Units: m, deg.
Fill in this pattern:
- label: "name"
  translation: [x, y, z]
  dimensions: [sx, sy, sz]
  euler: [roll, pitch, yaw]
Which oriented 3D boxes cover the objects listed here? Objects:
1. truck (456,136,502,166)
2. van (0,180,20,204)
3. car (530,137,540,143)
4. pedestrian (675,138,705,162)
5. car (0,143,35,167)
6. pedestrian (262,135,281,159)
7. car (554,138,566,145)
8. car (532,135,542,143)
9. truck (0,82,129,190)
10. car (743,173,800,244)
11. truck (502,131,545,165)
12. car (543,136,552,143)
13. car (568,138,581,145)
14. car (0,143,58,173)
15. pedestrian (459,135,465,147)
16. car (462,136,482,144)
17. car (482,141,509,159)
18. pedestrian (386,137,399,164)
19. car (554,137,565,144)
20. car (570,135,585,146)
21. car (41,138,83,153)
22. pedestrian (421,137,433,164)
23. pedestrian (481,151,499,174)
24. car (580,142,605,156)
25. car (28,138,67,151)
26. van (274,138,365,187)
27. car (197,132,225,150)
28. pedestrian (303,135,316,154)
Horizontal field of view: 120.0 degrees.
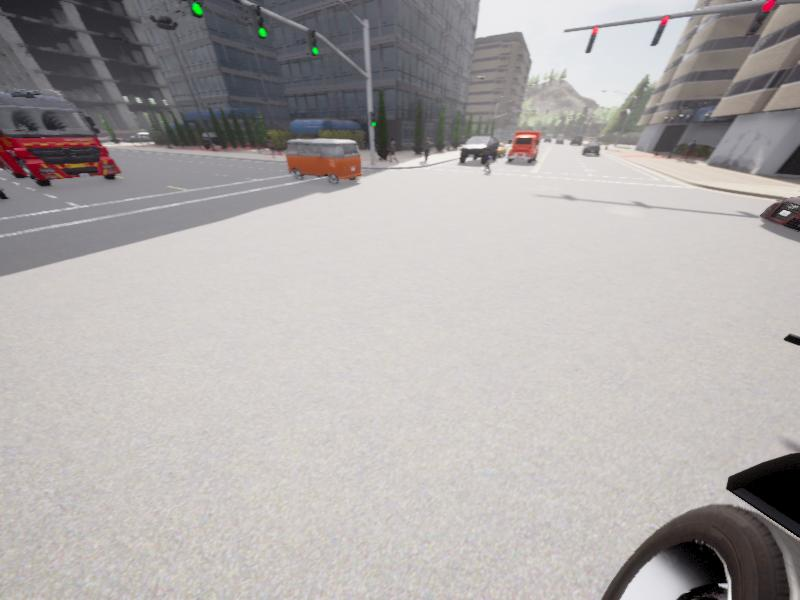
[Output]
- label: "truck"
  translation: [7.680, -14.361, 22.035]
  dimensions: [2.390, 2.098, 6.274]
  euler: [18, 40, 23]
- label: "van"
  translation: [-17.215, -4.808, 8.654]
  dimensions: [4.442, 1.987, 1.775]
  euler: [18, 39, 23]
- label: "car"
  translation: [43.926, -52.039, 75.172]
  dimensions: [2.163, 1.488, 4.792]
  euler: [18, 39, 23]
- label: "pedestrian"
  translation: [27.062, -13.978, 21.578]
  dimensions: [0.751, 1.860, 0.751]
  euler: [12, 37, 15]
- label: "car"
  translation: [-32.330, -11.744, 18.672]
  dimensions: [4.181, 1.385, 1.994]
  euler: [17, 39, 22]
- label: "pedestrian"
  translation: [-12.240, -14.558, 22.033]
  dimensions: [0.751, 1.860, 0.751]
  euler: [16, 39, 20]
- label: "car"
  translation: [43.659, -43.384, 63.063]
  dimensions: [2.038, 1.542, 4.974]
  euler: [18, 39, 23]
- label: "car"
  translation: [47.986, -56.516, 80.940]
  dimensions: [2.150, 2.045, 5.566]
  euler: [18, 39, 23]
- label: "truck"
  translation: [-19.569, -8.637, 12.374]
  dimensions: [8.468, 3.827, 2.891]
  euler: [18, 39, 23]
- label: "car"
  translation: [12.456, -1.996, 5.544]
  dimensions: [4.181, 1.385, 1.994]
  euler: [18, 39, 23]
- label: "truck"
  translation: [12.181, -14.996, 22.639]
  dimensions: [2.627, 2.467, 5.204]
  euler: [18, 39, 23]
- label: "car"
  translation: [47.444, -51.672, 74.357]
  dimensions: [1.905, 1.878, 3.866]
  euler: [18, 39, 23]
- label: "car"
  translation: [47.379, -43.049, 62.677]
  dimensions: [2.242, 1.667, 4.611]
  euler: [18, 39, 23]
- label: "car"
  translation: [-26.222, -9.848, 15.958]
  dimensions: [3.633, 1.501, 1.845]
  euler: [18, 39, 23]
- label: "pedestrian"
  translation: [11.903, -30.484, 44.286]
  dimensions: [0.751, 1.860, 0.751]
  euler: [18, 39, 23]
- label: "car"
  translation: [19.819, -43.952, 63.375]
  dimensions: [4.553, 1.767, 2.097]
  euler: [18, 40, 23]
- label: "car"
  translation: [11.535, -18.121, 27.730]
  dimensions: [1.801, 1.575, 5.366]
  euler: [18, 40, 23]
- label: "pedestrian"
  translation: [-0.616, -12.228, 18.904]
  dimensions: [0.751, 1.860, 0.751]
  euler: [18, 40, 23]
- label: "car"
  translation: [48.173, -48.089, 69.679]
  dimensions: [2.242, 1.667, 4.611]
  euler: [18, 39, 23]
- label: "car"
  translation: [43.367, -39.073, 56.643]
  dimensions: [2.150, 2.045, 5.566]
  euler: [18, 40, 23]
- label: "car"
  translation: [-44.445, -20.348, 30.396]
  dimensions: [4.892, 1.490, 1.837]
  euler: [18, 39, 23]
- label: "pedestrian"
  translation: [2.249, -12.611, 19.460]
  dimensions: [0.751, 1.860, 0.751]
  euler: [0, 36, -1]
- label: "pedestrian"
  translation: [6.107, -9.372, 15.740]
  dimensions: [0.751, 1.300, 0.751]
  euler: [17, 39, 21]
- label: "car"
  translation: [25.810, -20.432, 31.180]
  dimensions: [1.812, 1.442, 4.674]
  euler: [18, 40, 23]
- label: "car"
  translation: [-50.314, -22.237, 32.979]
  dimensions: [3.806, 1.475, 1.970]
  euler: [18, 39, 23]
- label: "van"
  translation: [-4.376, -7.662, 12.729]
  dimensions: [4.442, 1.987, 1.775]
  euler: [18, 39, 23]
- label: "car"
  translation: [-28.777, -24.403, 35.406]
  dimensions: [2.390, 2.098, 6.274]
  euler: [-19, 40, -25]
- label: "pedestrian"
  translation: [-10.690, -18.263, 27.182]
  dimensions: [0.751, 1.860, 0.751]
  euler: [22, 41, 27]
